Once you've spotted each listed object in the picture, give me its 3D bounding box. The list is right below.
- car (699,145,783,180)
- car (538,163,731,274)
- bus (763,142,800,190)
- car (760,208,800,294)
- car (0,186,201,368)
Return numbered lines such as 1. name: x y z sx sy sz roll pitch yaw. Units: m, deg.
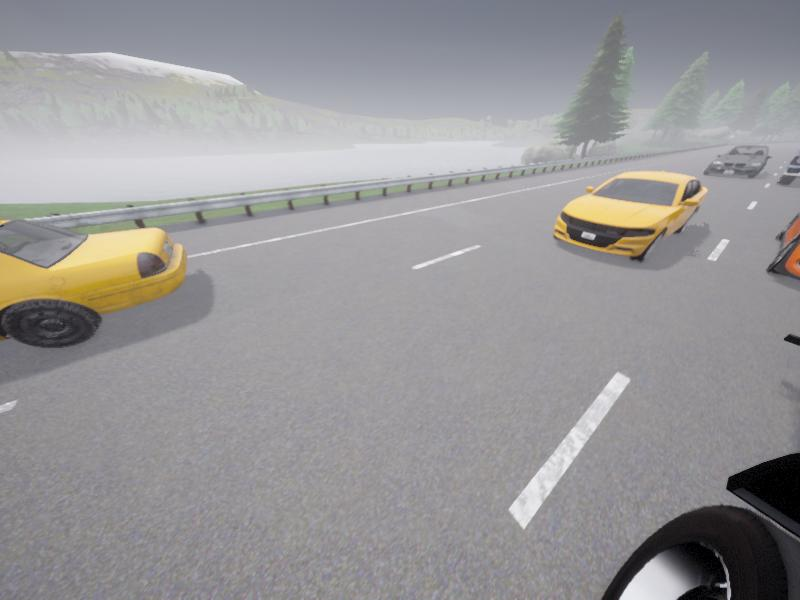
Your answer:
1. car: 22.399 -9.154 15.189 4.611 1.667 2.242 -22 41 -28
2. car: 6.076 -2.429 5.946 5.008 1.535 1.882 -22 41 -28
3. bus: 24.354 -8.457 11.950 10.273 4.253 3.944 -22 41 -28
4. car: 9.060 -1.288 4.080 4.553 1.767 2.097 -22 41 -28
5. car: -5.924 -0.008 2.600 5.366 1.575 1.801 -22 41 -28
